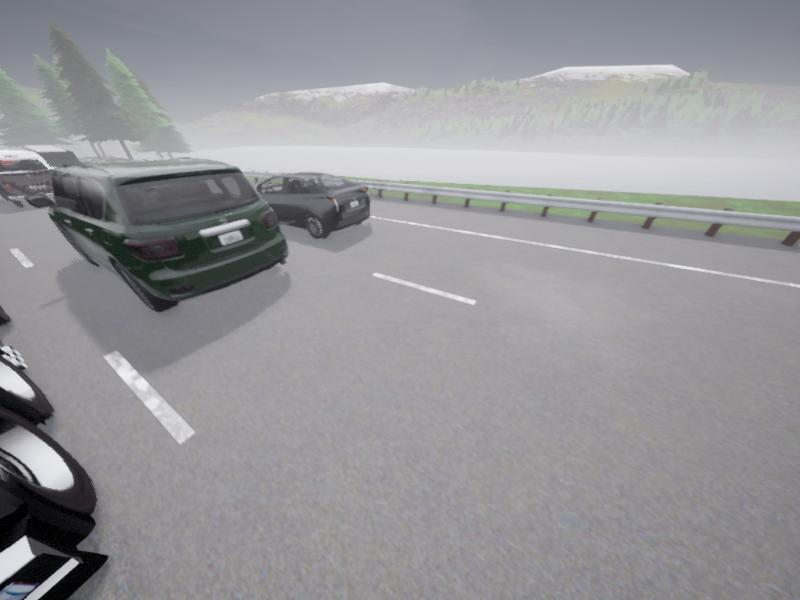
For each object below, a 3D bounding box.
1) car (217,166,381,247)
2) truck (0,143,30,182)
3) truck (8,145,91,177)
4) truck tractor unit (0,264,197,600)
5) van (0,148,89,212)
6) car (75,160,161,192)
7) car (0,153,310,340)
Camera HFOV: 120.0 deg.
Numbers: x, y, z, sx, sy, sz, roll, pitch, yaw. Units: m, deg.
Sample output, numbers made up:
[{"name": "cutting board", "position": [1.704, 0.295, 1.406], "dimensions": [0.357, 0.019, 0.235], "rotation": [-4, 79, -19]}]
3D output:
[{"name": "car", "position": [-3.086, -3.140, 7.232], "dimensions": [4.514, 1.525, 2.007], "rotation": [18, 39, 24]}, {"name": "truck", "position": [-31.036, -10.254, 16.959], "dimensions": [5.204, 2.467, 2.627], "rotation": [18, 39, 24]}, {"name": "truck", "position": [-30.549, -12.240, 20.130], "dimensions": [6.274, 2.098, 2.390], "rotation": [17, 39, 24]}, {"name": "truck tractor unit", "position": [-5.120, -0.289, 0.784], "dimensions": [6.516, 4.208, 3.053], "rotation": [18, 39, 24]}, {"name": "van", "position": [-17.127, -5.594, 10.477], "dimensions": [4.480, 2.038, 2.069], "rotation": [18, 39, 24]}, {"name": "car", "position": [-17.082, -7.585, 13.984], "dimensions": [4.718, 1.301, 1.895], "rotation": [18, 39, 24]}, {"name": "car", "position": [-4.793, -1.596, 4.574], "dimensions": [5.566, 2.045, 2.150], "rotation": [18, 39, 25]}]
